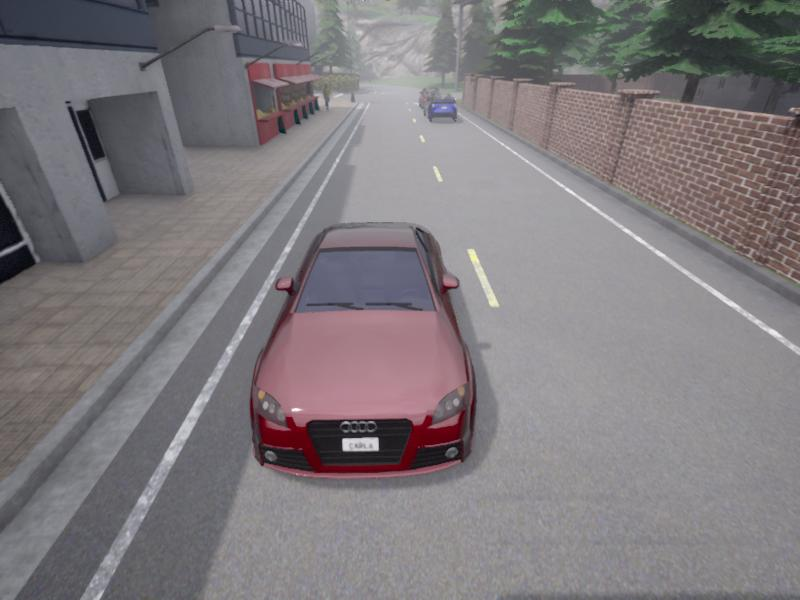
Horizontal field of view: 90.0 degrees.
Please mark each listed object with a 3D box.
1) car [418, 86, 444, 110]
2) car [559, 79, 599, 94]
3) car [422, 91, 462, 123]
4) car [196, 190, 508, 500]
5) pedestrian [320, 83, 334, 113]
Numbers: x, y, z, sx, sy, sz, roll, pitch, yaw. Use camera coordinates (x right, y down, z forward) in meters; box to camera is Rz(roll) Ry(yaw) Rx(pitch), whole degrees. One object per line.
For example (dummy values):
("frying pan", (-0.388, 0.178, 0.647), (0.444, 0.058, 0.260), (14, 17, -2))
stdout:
("car", (2.494, -16.768, 33.145), (1.789, 1.549, 3.705), (-1, 30, -1))
("car", (21.008, -25.054, 46.992), (3.633, 1.501, 1.845), (-1, 30, -2))
("car", (2.653, -12.741, 26.285), (2.007, 1.525, 4.514), (-1, 30, -1))
("car", (-0.348, -0.041, 4.719), (1.994, 1.385, 4.181), (-1, 30, -1))
("pedestrian", (-5.148, -14.253, 28.190), (0.751, 1.860, 0.751), (-1, 30, -2))
